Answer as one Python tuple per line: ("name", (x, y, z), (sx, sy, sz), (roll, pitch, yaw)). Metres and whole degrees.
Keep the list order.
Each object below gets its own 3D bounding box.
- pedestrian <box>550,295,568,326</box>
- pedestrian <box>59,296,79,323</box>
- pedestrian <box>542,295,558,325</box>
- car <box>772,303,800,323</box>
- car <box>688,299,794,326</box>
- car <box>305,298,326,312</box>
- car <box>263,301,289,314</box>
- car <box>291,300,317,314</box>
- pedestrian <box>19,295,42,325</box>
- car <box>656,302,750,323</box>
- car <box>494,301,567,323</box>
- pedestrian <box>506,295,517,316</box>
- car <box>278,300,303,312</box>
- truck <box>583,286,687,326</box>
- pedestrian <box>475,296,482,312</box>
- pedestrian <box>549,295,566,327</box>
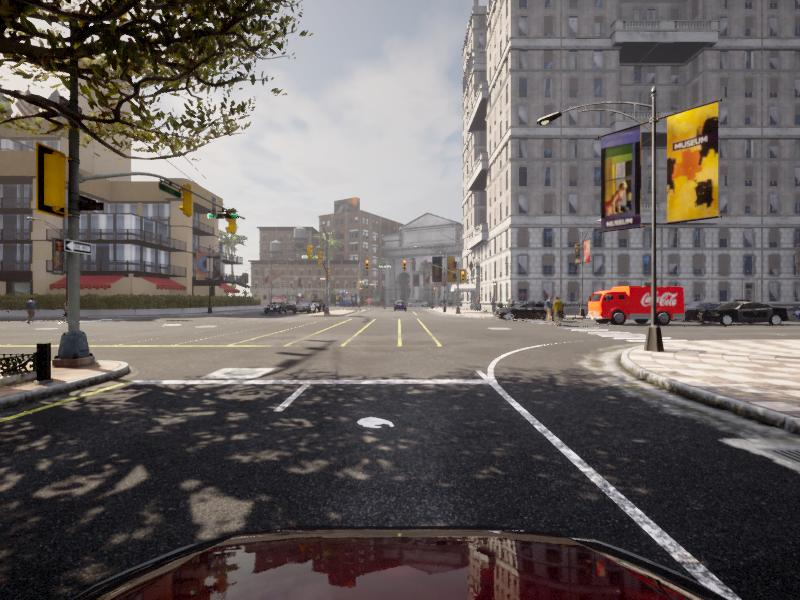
("pedestrian", (9.779, 0.637, 24.625), (0.751, 1.860, 0.751), (0, 0, -10))
("pedestrian", (-22.814, 0.637, 27.605), (0.751, 1.860, 0.751), (0, 0, 0))
("pedestrian", (9.495, 0.637, 25.356), (0.751, 1.860, 0.751), (0, 0, 4))
("car", (30.305, 0.907, 29.334), (4.181, 1.385, 1.994), (0, 0, -1))
("car", (21.859, 0.770, 25.810), (5.238, 1.638, 1.930), (0, 0, 0))
("car", (-11.485, 0.651, 54.488), (1.932, 1.855, 4.605), (0, 0, 0))
("car", (-14.984, 0.852, 48.417), (1.970, 1.475, 3.806), (0, 0, 0))
("car", (-11.489, 0.825, 48.237), (2.038, 1.542, 4.974), (0, 0, 0))
("pedestrian", (-23.466, 0.637, 25.421), (0.751, 1.860, 0.751), (0, 0, 1))
("car", (22.083, 0.894, 29.313), (5.357, 1.411, 2.033), (0, 0, 0))
("car", (9.567, 0.846, 29.727), (4.892, 1.490, 1.837), (1, 1, 9))
("pedestrian", (9.910, 0.484, 35.497), (0.751, 1.860, 0.751), (0, 0, -2))
("car", (-14.985, 0.770, 55.106), (1.930, 1.638, 5.238), (0, 0, 0))
("truck", (14.979, 0.356, 25.775), (5.204, 2.467, 2.627), (0, 0, 0))
("pedestrian", (9.606, 0.484, 49.131), (0.751, 1.860, 0.751), (0, 0, 2))
("pedestrian", (9.356, 0.637, 23.802), (0.751, 1.860, 0.751), (0, 0, 3))
